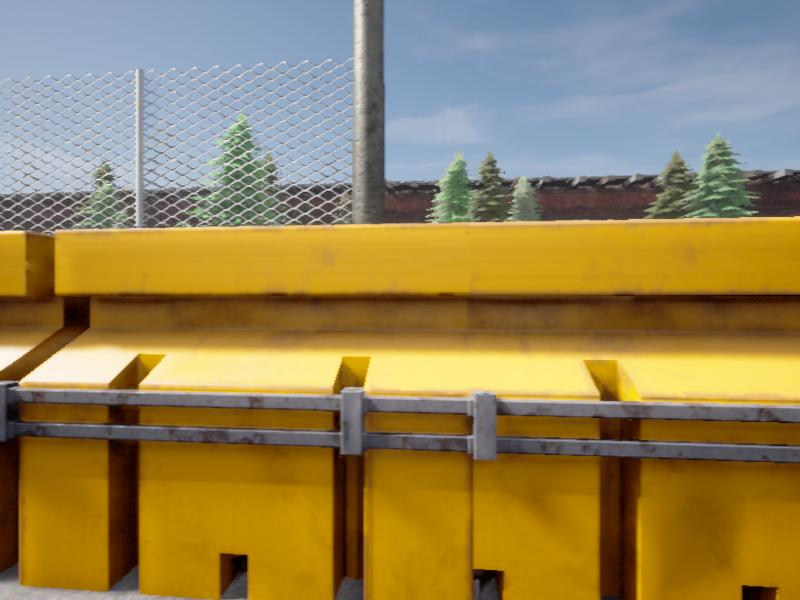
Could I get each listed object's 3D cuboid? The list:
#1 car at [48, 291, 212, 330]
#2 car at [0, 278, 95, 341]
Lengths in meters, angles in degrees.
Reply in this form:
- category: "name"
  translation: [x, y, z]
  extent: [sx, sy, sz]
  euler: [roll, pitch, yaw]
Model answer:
- category: "car"
  translation: [-9.481, 0.342, 14.250]
  extent: [4.718, 1.301, 1.895]
  euler: [0, 0, 6]
- category: "car"
  translation: [-11.514, 0.234, 10.937]
  extent: [4.902, 1.511, 2.128]
  euler: [0, 0, 6]
